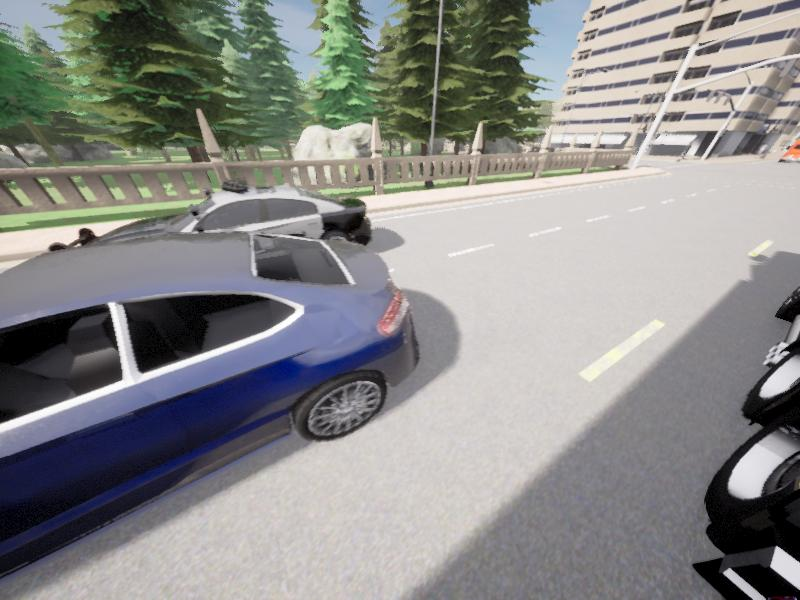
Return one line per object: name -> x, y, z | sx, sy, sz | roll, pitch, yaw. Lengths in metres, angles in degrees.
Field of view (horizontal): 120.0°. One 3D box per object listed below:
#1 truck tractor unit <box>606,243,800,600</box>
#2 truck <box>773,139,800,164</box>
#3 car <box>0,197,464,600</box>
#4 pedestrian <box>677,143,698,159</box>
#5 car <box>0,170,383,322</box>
truck tractor unit -> 5.071, -0.340, 0.827 | 6.516, 4.208, 3.053 | -20, 40, -26
truck -> 51.118, -18.811, 29.274 | 5.204, 2.467, 2.627 | -17, 38, -24
car -> -2.275, 0.490, 1.861 | 5.027, 1.651, 2.152 | -17, 38, -24
pedestrian -> 38.632, -20.032, 31.056 | 0.751, 1.860, 0.751 | -14, 37, -19
car -> -3.153, -1.529, 4.739 | 5.238, 1.638, 1.930 | -17, 38, -24
